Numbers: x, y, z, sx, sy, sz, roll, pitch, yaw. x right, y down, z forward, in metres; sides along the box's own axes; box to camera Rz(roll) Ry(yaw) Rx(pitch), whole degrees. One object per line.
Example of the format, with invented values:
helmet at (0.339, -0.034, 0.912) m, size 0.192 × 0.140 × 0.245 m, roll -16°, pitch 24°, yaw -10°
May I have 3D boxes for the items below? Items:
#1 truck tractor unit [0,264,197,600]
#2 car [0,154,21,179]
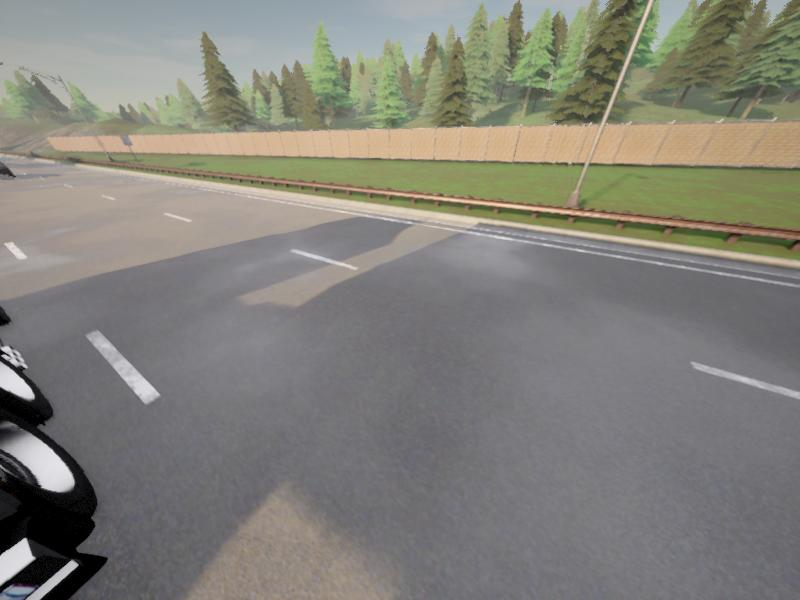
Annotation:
truck tractor unit at (-5.113, -0.297, 0.787) m, size 6.516 × 4.208 × 3.053 m, roll 18°, pitch 39°, yaw 24°
car at (-32.153, -10.308, 17.811) m, size 4.902 × 1.511 × 2.128 m, roll 18°, pitch 39°, yaw 24°
